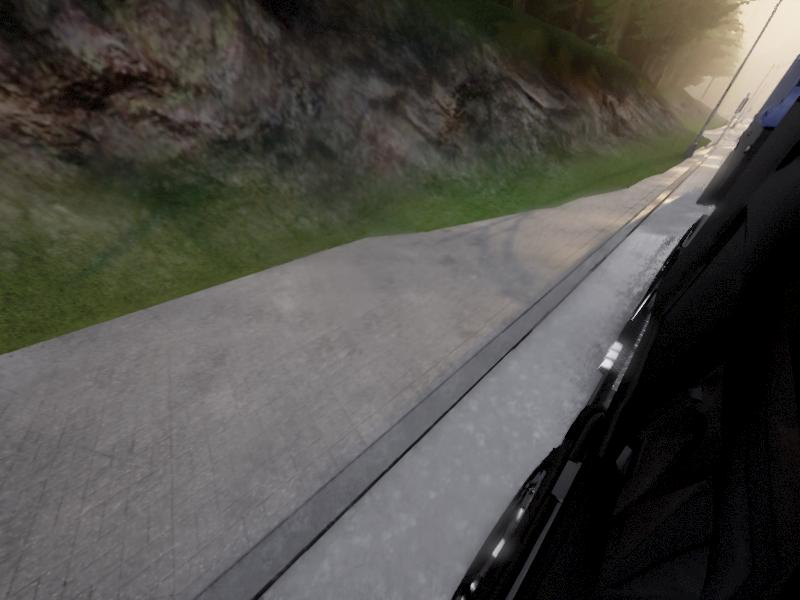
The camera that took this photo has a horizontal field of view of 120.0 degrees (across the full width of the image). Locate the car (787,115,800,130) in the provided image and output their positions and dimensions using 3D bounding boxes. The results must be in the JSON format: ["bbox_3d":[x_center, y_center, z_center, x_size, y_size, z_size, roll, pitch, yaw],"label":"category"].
[{"bbox_3d":[56.667,-24.744,32.119,5.027,1.651,2.152,-28,44,-30],"label":"car"}]

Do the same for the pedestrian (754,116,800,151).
[{"bbox_3d":[25.224,-11.070,15.404,0.751,1.860,0.751,17,41,24],"label":"pedestrian"}]

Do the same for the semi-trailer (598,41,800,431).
[{"bbox_3d":[8.703,-3.586,4.246,14.254,4.402,2.717,-28,44,-30],"label":"semi-trailer"}]

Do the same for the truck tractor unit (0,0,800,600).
[{"bbox_3d":[2.645,-0.295,0.352,6.516,4.208,3.053,-28,44,-30],"label":"truck tractor unit"}]

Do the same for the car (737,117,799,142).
[{"bbox_3d":[34.141,-15.959,21.626,4.611,1.667,2.242,-31,45,-32],"label":"car"}]

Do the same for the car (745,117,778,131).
[{"bbox_3d":[52.682,-25.715,33.725,4.514,1.525,2.007,-28,44,-30],"label":"car"}]
